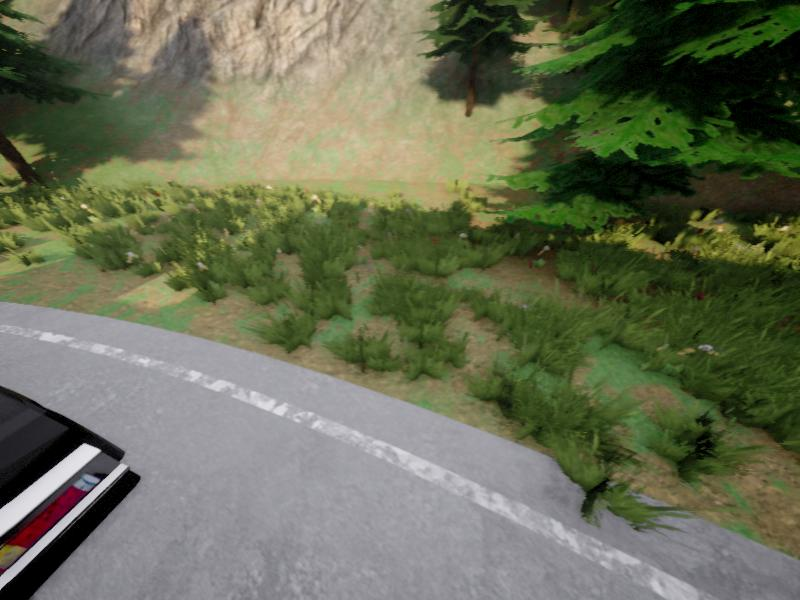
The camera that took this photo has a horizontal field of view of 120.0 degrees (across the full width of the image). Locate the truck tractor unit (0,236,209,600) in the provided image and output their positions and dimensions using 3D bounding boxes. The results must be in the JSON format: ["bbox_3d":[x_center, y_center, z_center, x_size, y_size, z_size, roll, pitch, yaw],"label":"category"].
[{"bbox_3d":[-5.321,0.002,0.364,6.516,4.208,3.053,8,36,11],"label":"truck tractor unit"}]
